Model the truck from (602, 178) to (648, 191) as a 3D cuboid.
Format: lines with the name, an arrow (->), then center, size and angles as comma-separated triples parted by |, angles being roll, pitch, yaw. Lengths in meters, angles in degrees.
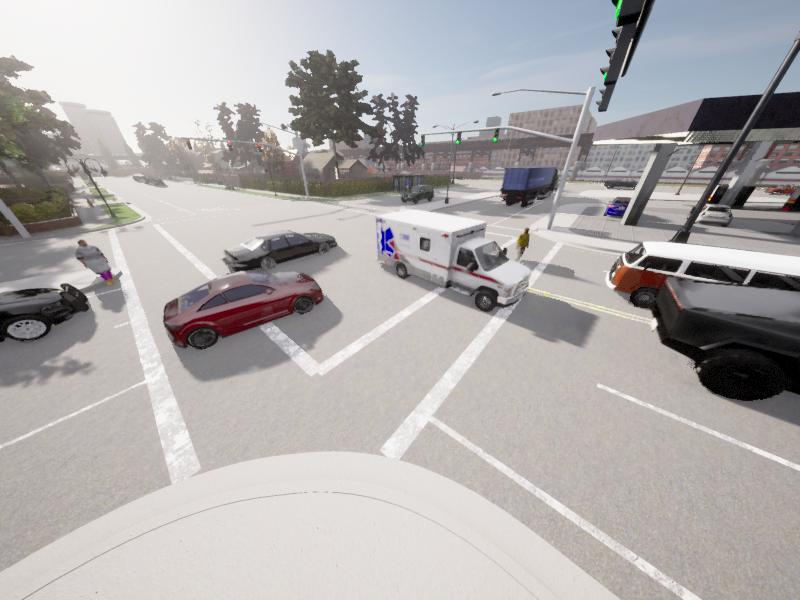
truck -> 46.419, -24.012, 47.897 | 6.274, 2.098, 2.390 | 22, 36, 33

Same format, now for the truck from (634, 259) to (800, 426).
truck -> 8.976, 1.261, 4.126 | 6.274, 2.098, 2.390 | 21, 36, 32

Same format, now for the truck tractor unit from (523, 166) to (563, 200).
truck tractor unit -> 22.084, -18.138, 35.602 | 3.053, 4.208, 6.516 | 22, 37, 34

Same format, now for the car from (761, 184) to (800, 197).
car -> 64.854, -18.102, 38.136 | 5.027, 1.651, 2.152 | 24, 38, 35

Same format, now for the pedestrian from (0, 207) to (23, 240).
pedestrian -> -25.400, -4.904, 14.701 | 0.751, 1.860, 0.751 | 19, 35, 29

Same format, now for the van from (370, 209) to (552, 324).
van -> 1.754, -1.864, 9.207 | 2.351, 2.431, 6.366 | -26, 39, -37

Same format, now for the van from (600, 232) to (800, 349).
van -> 9.670, -0.596, 7.398 | 4.480, 2.038, 2.069 | 21, 36, 32

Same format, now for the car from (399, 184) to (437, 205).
car -> 2.479, -14.378, 31.262 | 2.150, 2.045, 5.566 | 23, 37, 34

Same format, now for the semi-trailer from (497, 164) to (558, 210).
semi-trailer -> 17.039, -15.176, 30.272 | 2.717, 4.402, 14.254 | 23, 37, 34

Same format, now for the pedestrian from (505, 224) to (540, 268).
pedestrian -> 5.701, -2.516, 10.855 | 0.751, 1.860, 0.751 | -3, 30, -6

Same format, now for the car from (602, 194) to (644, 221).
car -> 21.088, -8.924, 21.955 | 2.242, 1.667, 4.611 | 23, 37, 34

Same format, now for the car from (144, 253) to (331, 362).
car -> -4.670, -0.115, 7.235 | 4.181, 1.385, 1.994 | -23, 37, -34

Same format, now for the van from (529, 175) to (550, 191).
van -> 29.220, -24.457, 48.227 | 1.988, 2.561, 5.915 | 22, 37, 34

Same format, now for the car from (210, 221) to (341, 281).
car -> -5.899, -2.764, 11.800 | 2.033, 1.411, 5.357 | 23, 37, 34

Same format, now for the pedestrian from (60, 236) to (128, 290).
pedestrian -> -11.829, -1.451, 9.010 | 0.751, 1.860, 0.751 | 13, 32, 21

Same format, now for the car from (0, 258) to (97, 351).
car -> -11.848, 0.692, 5.567 | 1.930, 1.638, 5.238 | 22, 37, 33

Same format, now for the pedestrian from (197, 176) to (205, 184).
pedestrian -> -53.812, -32.498, 62.472 | 0.751, 1.860, 0.751 | 23, 37, 34

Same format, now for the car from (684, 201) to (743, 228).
car -> 25.999, -7.245, 19.370 | 1.970, 1.475, 3.806 | 23, 37, 34

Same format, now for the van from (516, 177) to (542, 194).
van -> 24.013, -21.267, 42.813 | 2.351, 2.431, 6.366 | 22, 37, 34
